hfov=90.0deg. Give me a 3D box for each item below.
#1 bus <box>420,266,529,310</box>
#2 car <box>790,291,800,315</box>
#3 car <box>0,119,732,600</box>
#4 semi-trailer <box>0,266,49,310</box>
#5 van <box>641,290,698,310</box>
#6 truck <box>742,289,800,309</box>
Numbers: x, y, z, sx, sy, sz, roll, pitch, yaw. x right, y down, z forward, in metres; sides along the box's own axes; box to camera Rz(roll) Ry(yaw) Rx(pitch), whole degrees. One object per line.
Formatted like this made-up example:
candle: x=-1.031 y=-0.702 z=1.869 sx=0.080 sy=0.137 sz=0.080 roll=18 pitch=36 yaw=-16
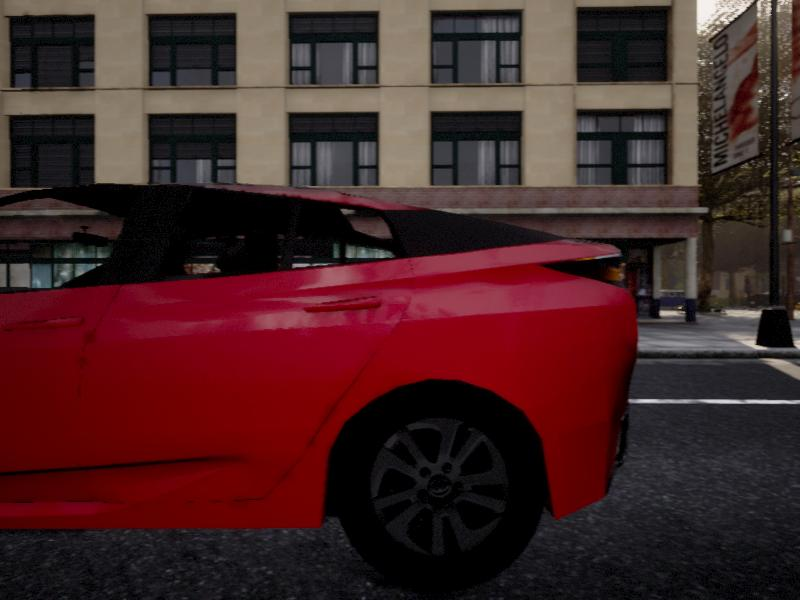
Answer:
bus: x=7.169 y=-1.137 z=40.166 sx=10.273 sy=4.253 sz=3.944 roll=0 pitch=0 yaw=1
car: x=27.237 y=0.196 z=24.320 sx=1.801 sy=1.575 sz=5.366 roll=0 pitch=0 yaw=0
car: x=-1.257 y=0.229 z=2.227 sx=4.514 sy=1.525 sz=2.007 roll=0 pitch=0 yaw=1
semi-trailer: x=-41.717 y=-1.212 z=38.900 sx=2.717 sy=4.402 sz=14.254 roll=0 pitch=0 yaw=0
van: x=26.654 y=-0.010 z=39.686 sx=4.442 sy=1.987 sz=1.775 roll=0 pitch=0 yaw=1
truck: x=40.903 y=-0.066 z=42.893 sx=6.274 sy=2.098 sz=2.390 roll=0 pitch=0 yaw=1
